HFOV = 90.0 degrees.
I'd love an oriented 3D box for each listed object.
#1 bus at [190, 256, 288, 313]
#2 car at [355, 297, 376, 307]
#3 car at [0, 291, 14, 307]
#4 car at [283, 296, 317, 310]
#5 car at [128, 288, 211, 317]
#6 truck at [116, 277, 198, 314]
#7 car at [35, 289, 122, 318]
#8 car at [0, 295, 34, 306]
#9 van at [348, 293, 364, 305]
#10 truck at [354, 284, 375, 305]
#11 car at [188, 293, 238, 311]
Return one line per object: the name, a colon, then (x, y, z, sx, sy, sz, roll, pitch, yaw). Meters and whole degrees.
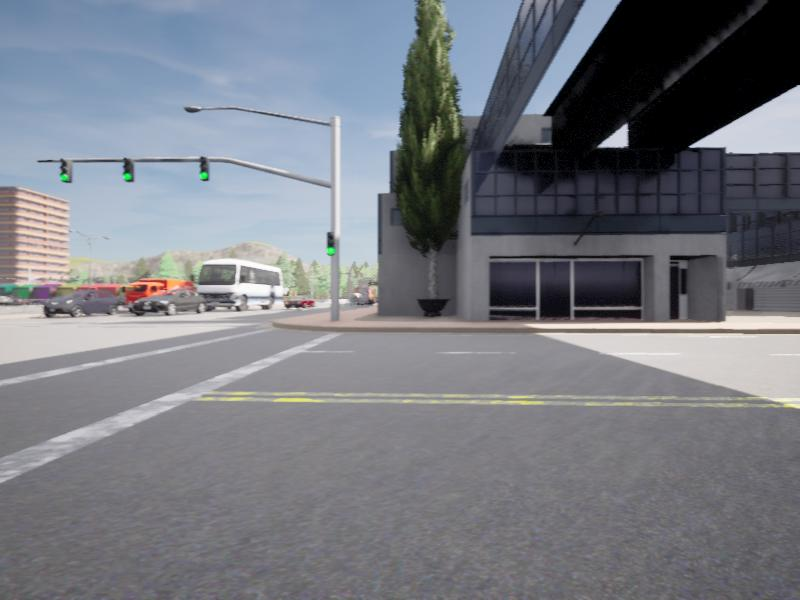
bus: (-13.500, -1.175, 35.068, 3.944, 4.253, 10.273, 0, 0, 4)
car: (-5.055, 0.230, 59.175, 2.033, 1.411, 5.357, 0, 0, 6)
car: (-48.703, -0.164, 47.193, 4.605, 1.855, 1.932, 0, 0, 2)
car: (-9.800, 0.299, 39.509, 1.895, 1.301, 4.718, 0, 0, 4)
car: (-14.286, 0.150, 25.249, 2.152, 1.651, 5.027, 0, 0, 2)
truck: (-17.525, -0.279, 29.322, 2.627, 2.467, 5.204, 0, 0, 4)
car: (-17.929, 0.198, 22.538, 1.845, 1.501, 3.633, 0, 0, 3)
car: (-48.511, 0.043, 50.084, 3.905, 1.438, 1.784, 0, 0, 2)
van: (-7.662, -0.102, 70.087, 2.069, 2.038, 4.480, 0, 0, 4)
truck: (-6.986, -1.011, 79.668, 2.891, 3.827, 8.468, 0, 0, 4)
car: (-17.014, 0.158, 36.752, 1.801, 1.575, 5.366, 0, 0, 4)
